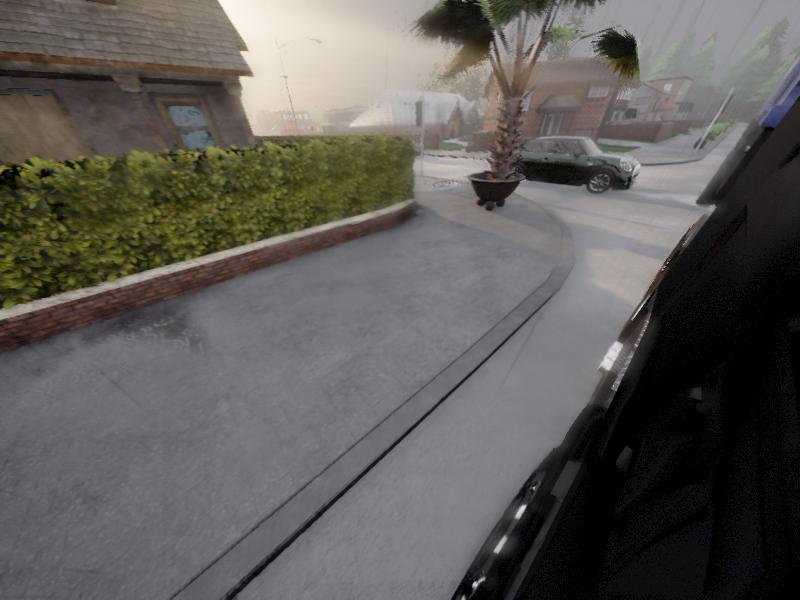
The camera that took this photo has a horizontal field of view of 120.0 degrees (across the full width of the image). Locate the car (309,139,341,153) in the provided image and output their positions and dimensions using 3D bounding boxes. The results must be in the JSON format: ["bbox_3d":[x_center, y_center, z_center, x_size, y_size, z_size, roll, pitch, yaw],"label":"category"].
[{"bbox_3d":[-9.691,-19.858,29.629,1.895,1.301,4.718,-27,43,-29],"label":"car"}]

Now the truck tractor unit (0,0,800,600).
[{"bbox_3d":[2.645,-0.295,0.351,6.516,4.208,3.053,-28,44,-30],"label":"truck tractor unit"}]

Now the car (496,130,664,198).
[{"bbox_3d":[6.666,-5.528,9.130,2.097,1.767,4.553,-32,46,-33],"label":"car"}]

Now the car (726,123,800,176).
[{"bbox_3d":[17.749,-7.282,10.950,5.238,1.638,1.930,-28,44,-30],"label":"car"}]

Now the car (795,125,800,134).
[{"bbox_3d":[47.930,-20.188,26.499,5.008,1.535,1.882,-28,44,-30],"label":"car"}]

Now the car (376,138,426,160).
[{"bbox_3d":[-0.005,-13.362,20.332,1.994,1.385,4.181,-30,45,-32],"label":"car"}]

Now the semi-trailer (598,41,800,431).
[{"bbox_3d":[8.696,-3.597,4.243,14.254,4.402,2.717,-28,44,-30],"label":"semi-trailer"}]

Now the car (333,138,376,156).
[{"bbox_3d":[-5.064,-16.878,25.300,2.033,1.411,5.357,-28,44,-30],"label":"car"}]
